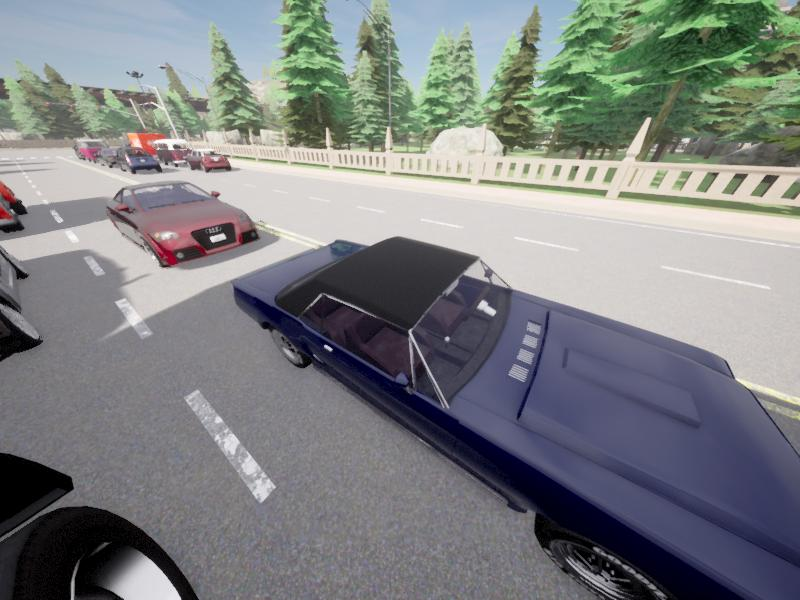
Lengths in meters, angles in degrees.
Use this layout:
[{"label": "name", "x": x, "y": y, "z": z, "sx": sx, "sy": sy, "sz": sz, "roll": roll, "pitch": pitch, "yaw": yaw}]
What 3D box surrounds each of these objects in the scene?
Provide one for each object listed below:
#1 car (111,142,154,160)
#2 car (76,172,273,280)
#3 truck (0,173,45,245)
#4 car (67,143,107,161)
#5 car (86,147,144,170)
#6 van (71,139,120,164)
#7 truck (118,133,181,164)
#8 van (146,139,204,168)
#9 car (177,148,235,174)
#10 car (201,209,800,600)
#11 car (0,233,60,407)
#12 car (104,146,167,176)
[{"label": "car", "x": -32.240, "y": -18.007, "z": 27.858, "sx": 4.856, "sy": 1.649, "sz": 2.033, "roll": 22, "pitch": 41, "yaw": 28}, {"label": "car", "x": -5.491, "y": -2.102, "z": 5.677, "sx": 4.181, "sy": 1.385, "sz": 1.994, "roll": 21, "pitch": 40, "yaw": 27}, {"label": "truck", "x": -12.756, "y": -3.075, "z": 6.004, "sx": 5.204, "sy": 2.467, "sz": 2.627, "roll": 24, "pitch": 41, "yaw": 27}, {"label": "car", "x": -35.841, "y": -16.982, "z": 26.440, "sx": 3.705, "sy": 1.549, "sz": 1.789, "roll": 22, "pitch": 41, "yaw": 28}, {"label": "car", "x": -25.302, "y": -12.634, "z": 20.476, "sx": 5.357, "sy": 1.411, "sz": 2.033, "roll": 22, "pitch": 41, "yaw": 28}, {"label": "van", "x": -31.121, "y": -15.240, "z": 23.623, "sx": 4.442, "sy": 1.987, "sz": 1.775, "roll": 22, "pitch": 41, "yaw": 28}, {"label": "truck", "x": -26.092, "y": -15.856, "z": 24.114, "sx": 5.204, "sy": 2.467, "sz": 2.627, "roll": 22, "pitch": 41, "yaw": 28}, {"label": "van", "x": -20.410, "y": -13.369, "z": 20.993, "sx": 4.480, "sy": 2.038, "sz": 2.069, "roll": 22, "pitch": 41, "yaw": 28}, {"label": "car", "x": -15.293, "y": -11.058, "z": 18.236, "sx": 3.806, "sy": 1.475, "sz": 1.970, "roll": 22, "pitch": 41, "yaw": 28}, {"label": "car", "x": 0.347, "y": 0.295, "z": 2.376, "sx": 4.718, "sy": 1.301, "sz": 1.895, "roll": 22, "pitch": 41, "yaw": 28}, {"label": "car", "x": -6.542, "y": -0.182, "z": 2.722, "sx": 5.238, "sy": 1.638, "sz": 1.930, "roll": 22, "pitch": 41, "yaw": 28}, {"label": "car", "x": -19.766, "y": -10.470, "z": 17.257, "sx": 3.988, "sy": 1.617, "sz": 1.851, "roll": 22, "pitch": 41, "yaw": 28}]
